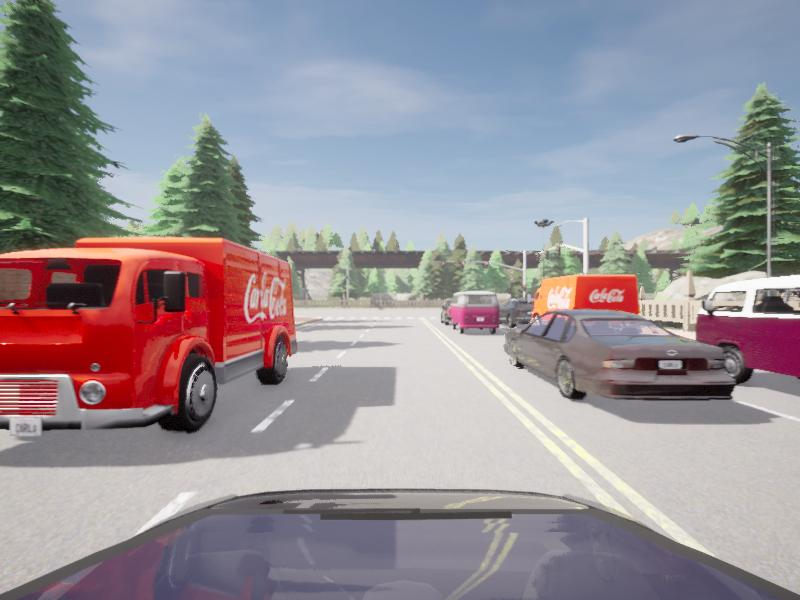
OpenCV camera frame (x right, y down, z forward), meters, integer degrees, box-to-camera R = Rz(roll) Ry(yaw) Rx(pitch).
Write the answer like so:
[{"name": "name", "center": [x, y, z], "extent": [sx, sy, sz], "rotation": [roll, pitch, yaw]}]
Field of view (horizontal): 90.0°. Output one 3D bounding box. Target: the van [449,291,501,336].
[{"name": "van", "center": [3.570, 0.591, 19.881], "extent": [1.775, 1.987, 4.442], "rotation": [0, 0, 0]}]

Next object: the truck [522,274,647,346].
[{"name": "truck", "center": [7.061, 0.348, 16.187], "extent": [2.627, 2.467, 5.204], "rotation": [0, 0, 0]}]

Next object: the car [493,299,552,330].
[{"name": "car", "center": [7.083, 0.769, 23.686], "extent": [2.033, 1.649, 4.856], "rotation": [0, 0, 0]}]

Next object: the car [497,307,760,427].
[{"name": "car", "center": [3.531, 0.892, 7.720], "extent": [2.033, 1.411, 5.357], "rotation": [0, 0, 0]}]

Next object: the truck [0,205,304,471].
[{"name": "truck", "center": [-3.474, 0.353, 6.323], "extent": [2.627, 2.467, 5.204], "rotation": [0, 0, 0]}]

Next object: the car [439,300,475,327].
[{"name": "car", "center": [3.590, 0.805, 25.644], "extent": [1.789, 1.549, 3.705], "rotation": [0, 0, 0]}]

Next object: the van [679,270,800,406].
[{"name": "van", "center": [7.024, 0.568, 6.361], "extent": [2.069, 2.038, 4.480], "rotation": [0, 0, 0]}]
